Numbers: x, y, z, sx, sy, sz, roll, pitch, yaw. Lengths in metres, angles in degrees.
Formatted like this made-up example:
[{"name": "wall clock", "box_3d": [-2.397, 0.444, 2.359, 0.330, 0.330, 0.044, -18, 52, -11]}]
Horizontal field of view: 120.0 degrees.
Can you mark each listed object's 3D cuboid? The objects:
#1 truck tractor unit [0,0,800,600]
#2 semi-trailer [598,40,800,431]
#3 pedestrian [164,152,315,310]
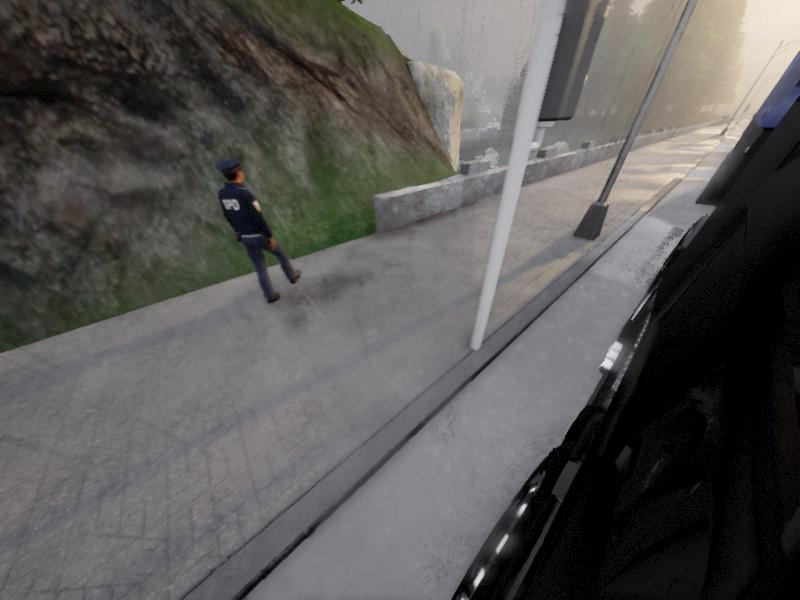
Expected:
[{"name": "truck tractor unit", "box_3d": [2.645, -0.295, 0.351, 6.516, 4.208, 3.053, -28, 44, -30]}, {"name": "semi-trailer", "box_3d": [8.689, -3.604, 4.247, 14.254, 4.402, 2.717, -28, 44, -30]}, {"name": "pedestrian", "box_3d": [-1.908, -0.849, 3.122, 0.751, 1.860, 0.751, 3, 37, 8]}]
